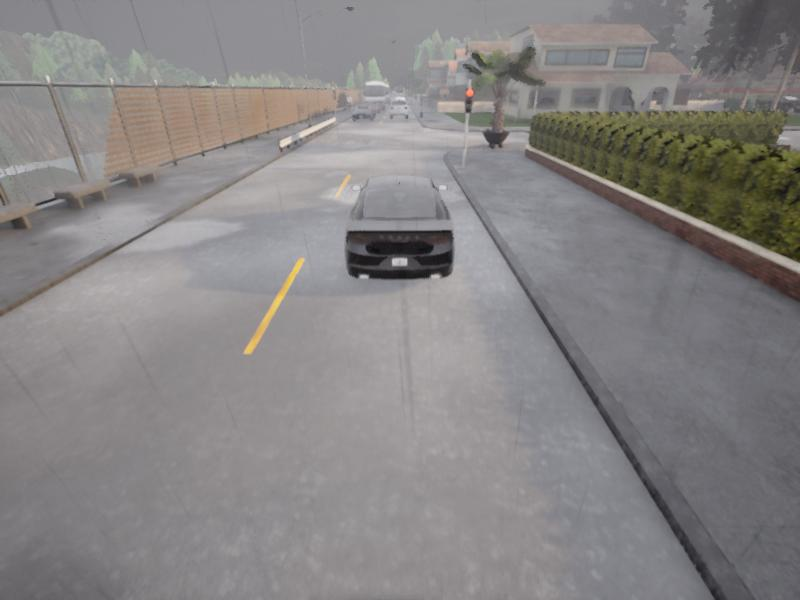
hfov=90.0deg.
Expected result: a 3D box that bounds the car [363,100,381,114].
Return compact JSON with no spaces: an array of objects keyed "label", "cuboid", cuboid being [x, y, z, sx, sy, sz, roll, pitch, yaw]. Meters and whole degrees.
[{"label":"car","cuboid":[-4.039,-28.343,58.736,2.242,1.667,4.611,0,28,0]}]

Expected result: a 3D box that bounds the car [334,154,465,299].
[{"label":"car","cuboid":[-0.007,-1.858,8.310,1.882,1.535,5.008,0,28,0]}]

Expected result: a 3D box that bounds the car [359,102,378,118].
[{"label":"car","cuboid":[-4.036,-24.649,51.729,2.033,1.649,4.856,0,28,0]}]

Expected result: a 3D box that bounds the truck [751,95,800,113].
[{"label":"truck","cuboid":[53.489,-27.597,56.323,2.390,2.098,6.274,0,28,0]}]

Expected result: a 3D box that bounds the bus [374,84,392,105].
[{"label":"bus","cuboid":[-3.950,-50.627,98.455,3.944,4.253,10.273,0,28,0]}]

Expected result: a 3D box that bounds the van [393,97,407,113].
[{"label":"van","cuboid":[-0.043,-30.409,62.244,2.069,2.038,4.480,0,28,0]}]

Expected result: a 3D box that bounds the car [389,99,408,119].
[{"label":"car","cuboid":[-0.078,-23.062,48.213,2.150,2.045,5.566,0,28,1]}]

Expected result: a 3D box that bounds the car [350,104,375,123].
[{"label":"car","cuboid":[-4.026,-20.607,44.025,2.152,1.651,5.027,0,28,1]}]

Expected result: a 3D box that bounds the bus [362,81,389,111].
[{"label":"bus","cuboid":[-3.931,-34.606,67.889,3.944,4.253,10.273,0,28,0]}]
